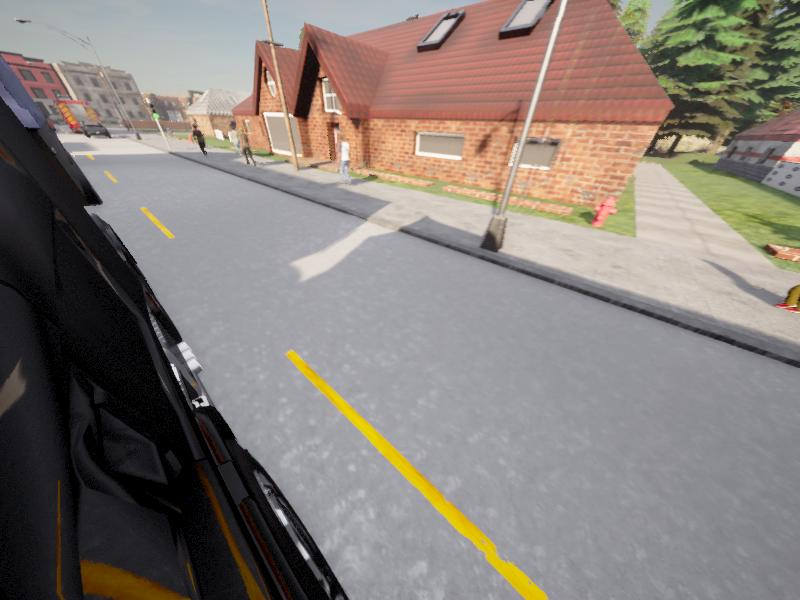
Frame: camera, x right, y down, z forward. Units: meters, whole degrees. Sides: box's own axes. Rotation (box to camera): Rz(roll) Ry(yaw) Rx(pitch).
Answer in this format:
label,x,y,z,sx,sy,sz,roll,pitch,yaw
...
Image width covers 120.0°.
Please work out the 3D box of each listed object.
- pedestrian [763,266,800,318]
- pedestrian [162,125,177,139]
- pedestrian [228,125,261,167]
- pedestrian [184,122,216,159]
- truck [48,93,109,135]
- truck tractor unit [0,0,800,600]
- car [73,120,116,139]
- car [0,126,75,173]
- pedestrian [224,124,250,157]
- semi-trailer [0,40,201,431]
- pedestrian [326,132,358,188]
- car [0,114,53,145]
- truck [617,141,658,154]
label,x,y,z,sx,sy,sz,roll,pitch,yaw
pedestrian,6.232,-0.280,3.341,0.500,1.100,0.500,-29,47,-36
pedestrian,-27.489,-20.076,27.577,0.751,1.300,0.751,-15,40,-22
pedestrian,-8.545,-8.508,12.794,0.751,1.860,0.751,25,42,27
pedestrian,-12.770,-10.208,14.801,0.751,1.860,0.751,28,44,30
truck,-42.482,-24.434,30.536,8.468,3.827,2.891,28,43,30
truck tractor unit,-2.645,-0.295,0.352,6.516,4.208,3.053,28,44,30
car,-34.180,-19.060,25.797,4.902,1.511,2.128,28,43,30
car,-18.092,-7.399,11.167,4.902,1.511,2.128,28,43,30
pedestrian,-11.250,-11.034,16.016,0.751,1.860,0.751,-29,47,-36
semi-trailer,-8.701,-3.597,4.234,14.254,4.402,2.717,28,43,30
pedestrian,-2.324,-5.705,9.437,0.751,1.860,0.751,29,44,31
car,-31.146,-13.038,17.582,4.605,1.855,1.932,-10,37,-16
truck,55.107,-35.520,53.859,6.274,2.098,2.390,28,43,30
